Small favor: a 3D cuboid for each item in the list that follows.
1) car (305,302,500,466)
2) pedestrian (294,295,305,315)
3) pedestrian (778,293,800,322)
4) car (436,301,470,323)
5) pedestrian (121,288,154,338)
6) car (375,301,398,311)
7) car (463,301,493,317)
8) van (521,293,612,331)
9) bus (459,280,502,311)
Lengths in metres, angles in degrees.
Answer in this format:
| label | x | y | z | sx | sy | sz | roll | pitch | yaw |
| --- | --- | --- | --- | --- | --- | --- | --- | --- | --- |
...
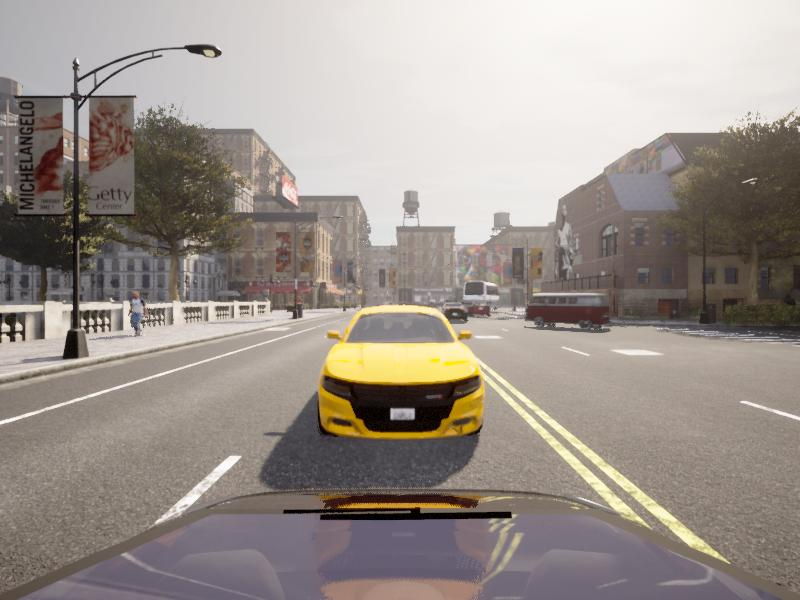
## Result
| label | x | y | z | sx | sy | sz | roll | pitch | yaw |
| --- | --- | --- | --- | --- | --- | --- | --- | --- | --- |
| car | -0.015 | 0.823 | 6.362 | 1.882 | 1.535 | 5.008 | 0 | 0 | -1 |
| pedestrian | -9.628 | 0.485 | 38.411 | 0.751 | 1.860 | 0.751 | 0 | 0 | 9 |
| pedestrian | 25.873 | 0.485 | 26.594 | 0.751 | 1.860 | 0.751 | 0 | 0 | -2 |
| car | 3.968 | 0.828 | 30.902 | 2.038 | 1.542 | 4.974 | 0 | 0 | 1 |
| pedestrian | -10.085 | 0.485 | 15.386 | 0.751 | 1.860 | 0.751 | 0 | 0 | 0 |
| car | -1.999 | 0.864 | 61.206 | 2.002 | 1.452 | 4.674 | 0 | 0 | 20 |
| car | 7.666 | 0.851 | 39.736 | 2.163 | 1.488 | 4.792 | 0 | 0 | 2 |
| van | 9.318 | 0.599 | 22.651 | 4.442 | 1.987 | 1.775 | 0 | 1 | 45 |
| bus | 12.389 | -0.533 | 60.307 | 3.944 | 4.253 | 10.273 | -1 | 0 | 25 |
